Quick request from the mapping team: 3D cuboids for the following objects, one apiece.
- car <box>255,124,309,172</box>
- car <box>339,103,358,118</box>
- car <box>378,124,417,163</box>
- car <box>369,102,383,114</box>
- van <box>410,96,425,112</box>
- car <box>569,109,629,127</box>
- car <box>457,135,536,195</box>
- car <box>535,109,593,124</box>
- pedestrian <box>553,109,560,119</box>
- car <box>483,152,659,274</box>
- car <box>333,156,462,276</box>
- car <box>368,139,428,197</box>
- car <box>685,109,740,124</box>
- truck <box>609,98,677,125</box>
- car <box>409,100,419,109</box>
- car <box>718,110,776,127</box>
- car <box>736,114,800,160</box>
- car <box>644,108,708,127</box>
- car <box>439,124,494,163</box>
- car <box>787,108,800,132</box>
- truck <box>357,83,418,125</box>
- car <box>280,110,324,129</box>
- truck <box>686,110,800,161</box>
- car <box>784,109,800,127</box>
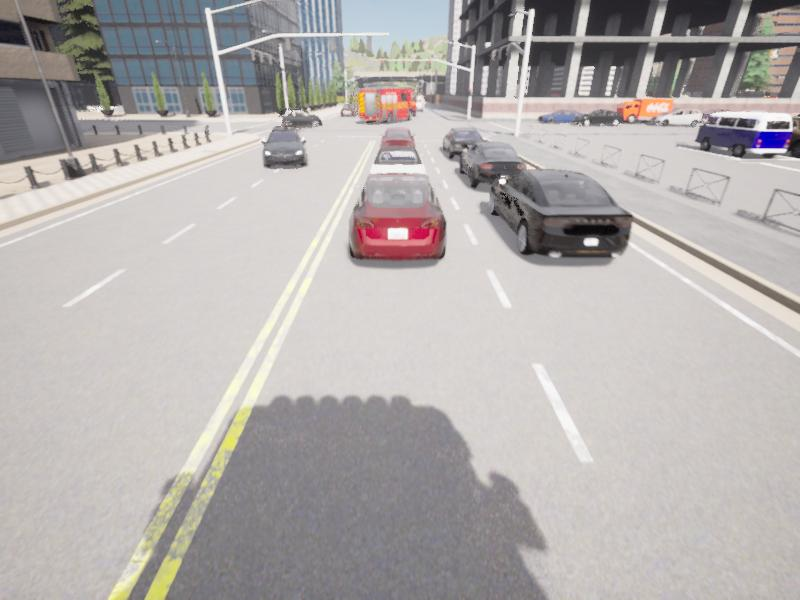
[{"bbox_3d":[-5.462,-7.372,19.093,2.038,1.542,4.974,-5,28,-11],"label":"car"},{"bbox_3d":[-7.259,-26.901,56.684,2.033,1.649,4.856,0,27,0],"label":"car"},{"bbox_3d":[-0.107,-8.325,21.065,1.812,1.442,4.674,0,27,0],"label":"car"},{"bbox_3d":[-3.796,-31.217,65.008,2.033,1.649,4.856,0,27,0],"label":"car"},{"bbox_3d":[3.170,-35.853,73.136,2.351,2.431,6.366,0,27,0],"label":"van"},{"bbox_3d":[20.156,-18.503,40.641,4.892,1.490,1.837,0,27,0],"label":"car"},{"bbox_3d":[3.420,-5.252,15.152,1.812,1.442,4.674,0,27,0],"label":"car"},{"bbox_3d":[17.883,-20.066,43.756,5.357,1.411,2.033,0,27,0],"label":"car"},{"bbox_3d":[19.135,-22.778,48.939,0.500,1.100,0.500,0,27,0],"label":"pedestrian"},{"bbox_3d":[3.451,-2.315,9.380,1.882,1.535,5.008,0,27,0],"label":"car"},{"bbox_3d":[-0.050,-2.205,9.211,2.163,1.488,4.792,0,27,0],"label":"car"},{"bbox_3d":[-0.074,-5.053,14.910,1.895,1.301,4.718,0,27,0],"label":"car"},{"bbox_3d":[34.210,-20.121,43.860,4.193,1.474,1.816,0,27,0],"label":"car"},{"bbox_3d":[26.329,-20.553,43.572,5.204,2.467,2.627,0,27,0],"label":"truck"},{"bbox_3d":[3.094,-43.911,89.666,2.242,1.667,4.611,0,27,0],"label":"car"},{"bbox_3d":[35.275,-18.514,40.761,3.806,1.475,1.970,0,27,0],"label":"car"},{"bbox_3d":[20.439,-8.511,20.722,1.932,1.855,4.605,0,27,0],"label":"car"},{"bbox_3d":[27.991,-18.591,40.660,4.611,1.667,2.242,0,27,0],"label":"car"},{"bbox_3d":[3.397,-8.571,21.612,2.033,1.411,5.357,0,27,0],"label":"car"},{"bbox_3d":[36.470,-15.478,34.458,3.866,1.878,1.905,0,27,0],"label":"car"},{"bbox_3d":[-1.218,-22.090,44.991,2.891,3.827,8.468,14,30,25],"label":"truck"},{"bbox_3d":[-9.392,-17.258,38.157,3.806,1.475,1.970,-8,28,-15],"label":"car"},{"bbox_3d":[17.544,-8.569,20.612,2.069,2.038,4.478,0,27,0],"label":"truck"},{"bbox_3d":[42.851,-18.550,40.806,5.008,1.535,1.882,0,27,0],"label":"car"}]
